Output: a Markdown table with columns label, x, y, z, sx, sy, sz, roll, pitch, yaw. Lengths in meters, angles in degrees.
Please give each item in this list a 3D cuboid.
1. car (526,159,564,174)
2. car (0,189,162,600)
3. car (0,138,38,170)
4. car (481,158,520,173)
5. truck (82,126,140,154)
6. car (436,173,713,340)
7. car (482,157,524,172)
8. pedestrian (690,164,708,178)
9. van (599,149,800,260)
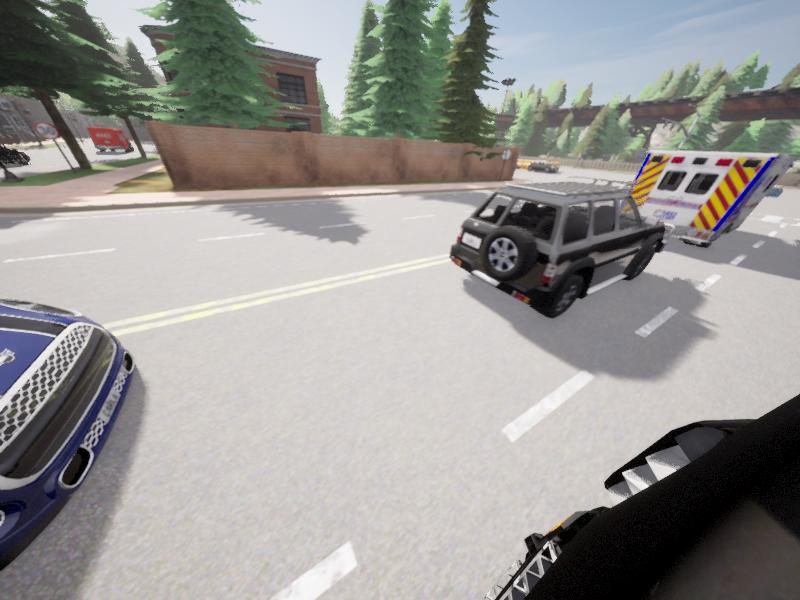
| label | x | y | z | sx | sy | sz | roll | pitch | yaw |
| --- | --- | --- | --- | --- | --- | --- | --- | --- | --- |
| car | 20.109 | -18.641 | 32.279 | 1.970 | 1.475 | 3.806 | -15 | 38 | -26 |
| car | -4.334 | 0.920 | 0.611 | 4.553 | 1.767 | 2.097 | -16 | 38 | -26 |
| car | -24.782 | -8.661 | 13.635 | 1.816 | 1.474 | 4.193 | -14 | 37 | -24 |
| car | 13.189 | -17.746 | 30.482 | 1.994 | 1.385 | 4.181 | -16 | 38 | -26 |
| truck | -34.997 | -19.501 | 28.245 | 2.627 | 2.467 | 5.204 | -17 | 38 | -28 |
| car | 3.232 | -1.263 | 4.421 | 4.605 | 1.855 | 1.932 | -16 | 38 | -26 |
| car | 14.931 | -19.903 | 33.843 | 2.033 | 1.411 | 5.357 | -16 | 38 | -26 |
| pedestrian | 44.698 | -19.321 | 34.583 | 0.751 | 1.860 | 0.751 | -15 | 38 | -25 |
| van | 10.218 | -3.473 | 7.804 | 6.366 | 2.431 | 2.351 | -16 | 38 | -26 |
